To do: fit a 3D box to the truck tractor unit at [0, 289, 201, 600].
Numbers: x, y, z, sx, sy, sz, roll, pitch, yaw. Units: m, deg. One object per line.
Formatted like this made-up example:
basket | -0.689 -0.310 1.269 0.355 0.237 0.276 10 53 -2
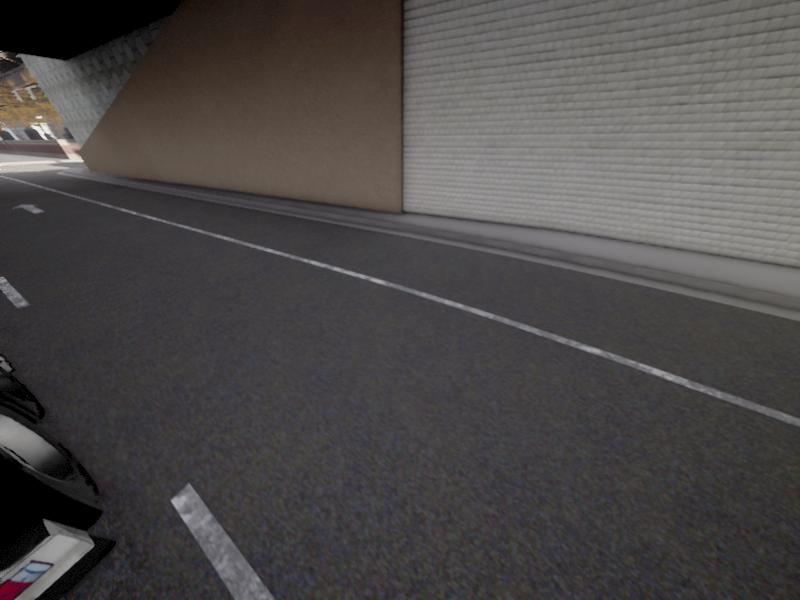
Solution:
truck tractor unit | -5.153 -0.256 0.719 6.516 4.208 3.053 17 38 22
